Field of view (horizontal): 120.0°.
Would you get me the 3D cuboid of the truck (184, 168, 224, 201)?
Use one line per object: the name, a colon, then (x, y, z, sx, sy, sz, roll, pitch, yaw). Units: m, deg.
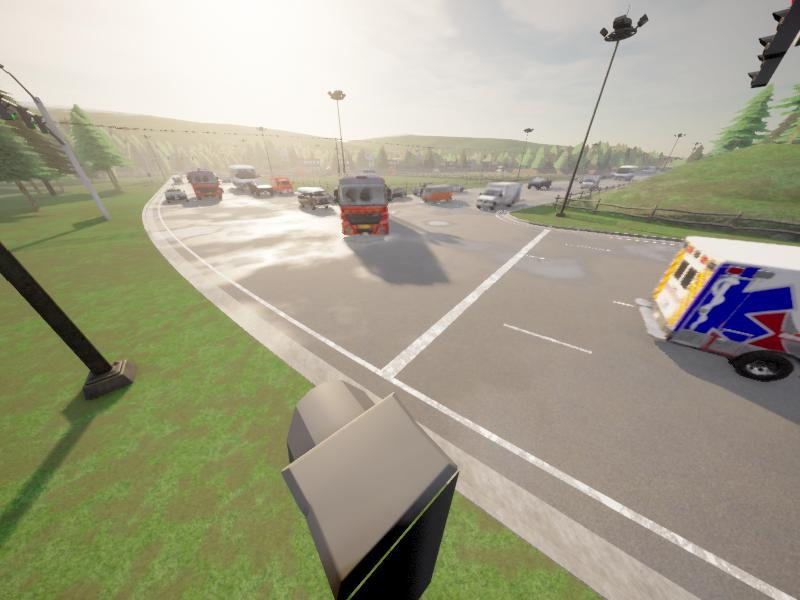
truck: (-28.387, -16.866, 33.394, 2.891, 3.827, 8.468, -22, 37, -33)

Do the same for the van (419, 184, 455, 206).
van: (4.638, -13.176, 28.841, 4.442, 1.987, 1.775, -25, 38, -36)

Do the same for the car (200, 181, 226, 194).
car: (-33.022, -19.800, 40.675, 5.027, 1.651, 2.152, 24, 38, 35)

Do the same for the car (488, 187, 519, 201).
car: (14.485, -14.884, 32.417, 4.181, 1.385, 1.994, -23, 37, -34)

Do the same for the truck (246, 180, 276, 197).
truck: (-22.458, -18.024, 37.125, 2.390, 2.098, 6.274, -23, 37, -34)

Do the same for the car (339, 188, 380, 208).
car: (-4.743, -12.551, 28.123, 2.152, 1.651, 5.027, 16, 34, 25)

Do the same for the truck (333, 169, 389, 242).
truck: (-2.550, -7.375, 16.957, 2.891, 3.827, 8.468, -3, 30, -5)

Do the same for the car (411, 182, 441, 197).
car: (4.107, -17.597, 36.606, 4.605, 1.855, 1.932, -23, 37, -34)

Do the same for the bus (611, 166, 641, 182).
bus: (71.482, -39.994, 73.017, 10.273, 4.253, 3.944, -23, 37, -34)

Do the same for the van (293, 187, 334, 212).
van: (-9.382, -10.968, 24.968, 4.480, 2.038, 2.069, 26, 39, 37)

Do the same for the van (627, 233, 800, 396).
van: (9.351, 0.619, 4.507, 6.366, 2.431, 2.351, 19, 35, 29)

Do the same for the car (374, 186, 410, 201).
car: (-1.112, -15.090, 32.661, 4.792, 1.488, 2.163, -26, 39, -37)

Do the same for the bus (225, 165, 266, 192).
bus: (-30.135, -23.727, 44.844, 3.944, 4.253, 10.273, -22, 37, -33)

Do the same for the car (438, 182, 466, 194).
car: (9.060, -19.532, 40.306, 4.974, 1.542, 2.038, -23, 37, -34)

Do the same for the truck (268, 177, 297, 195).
truck: (-19.950, -19.418, 39.175, 2.627, 2.467, 5.204, -22, 37, -33)

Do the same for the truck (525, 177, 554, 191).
truck: (27.809, -23.081, 45.884, 6.274, 2.098, 2.390, -23, 37, -34)

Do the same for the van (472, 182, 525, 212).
van: (10.862, -11.412, 25.344, 6.366, 2.431, 2.351, -25, 38, -36)

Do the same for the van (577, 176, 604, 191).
van: (37.440, -22.964, 45.353, 2.351, 2.431, 6.366, 27, 39, 38)

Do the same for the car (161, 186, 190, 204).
car: (-29.716, -13.989, 30.613, 2.152, 1.651, 5.027, -23, 37, -34)

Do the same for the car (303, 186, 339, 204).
car: (-10.332, -13.723, 30.103, 2.242, 1.667, 4.611, -26, 39, -37)
